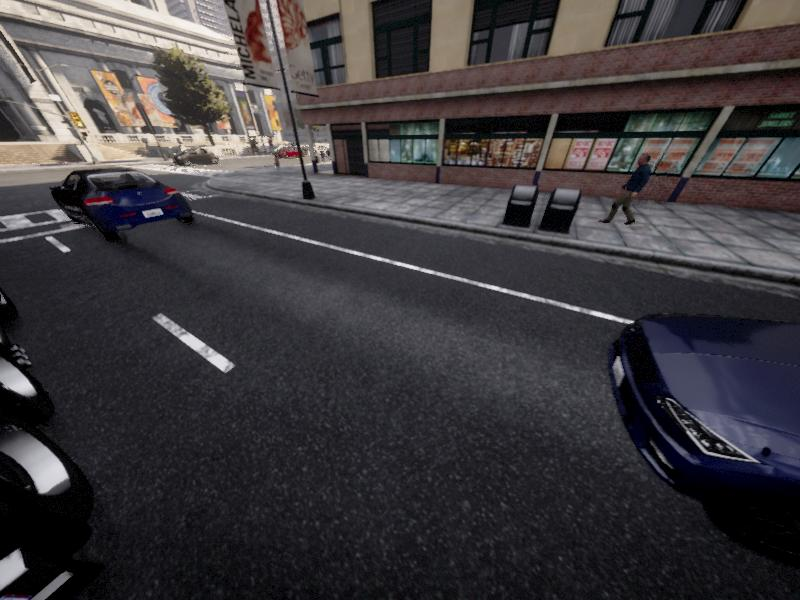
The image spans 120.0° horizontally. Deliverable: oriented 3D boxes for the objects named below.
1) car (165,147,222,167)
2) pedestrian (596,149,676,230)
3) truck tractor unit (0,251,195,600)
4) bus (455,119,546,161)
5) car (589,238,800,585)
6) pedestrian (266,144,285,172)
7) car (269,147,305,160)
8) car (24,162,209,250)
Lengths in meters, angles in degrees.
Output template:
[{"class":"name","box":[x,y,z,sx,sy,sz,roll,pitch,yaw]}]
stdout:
[{"class":"car","box":[-22.416,-15.646,25.248,1.851,1.617,3.988,18,39,25]},{"class":"pedestrian","box":[6.331,-3.028,6.358,0.751,1.860,0.751,19,39,26]},{"class":"truck tractor unit","box":[-5.086,-0.327,0.808,6.516,4.208,3.053,19,39,25]},{"class":"bus","box":[13.488,-22.112,31.906,10.273,4.253,3.944,19,39,24]},{"class":"car","box":[3.906,1.033,1.191,4.193,1.474,1.816,18,39,24]},{"class":"pedestrian","box":[-9.851,-11.258,18.311,0.751,1.860,0.751,-19,39,-24]},{"class":"car","box":[-16.415,-21.452,33.744,1.994,1.385,4.181,18,39,24]},{"class":"car","box":[-8.873,-3.219,7.274,5.027,1.651,2.152,19,39,25]}]
